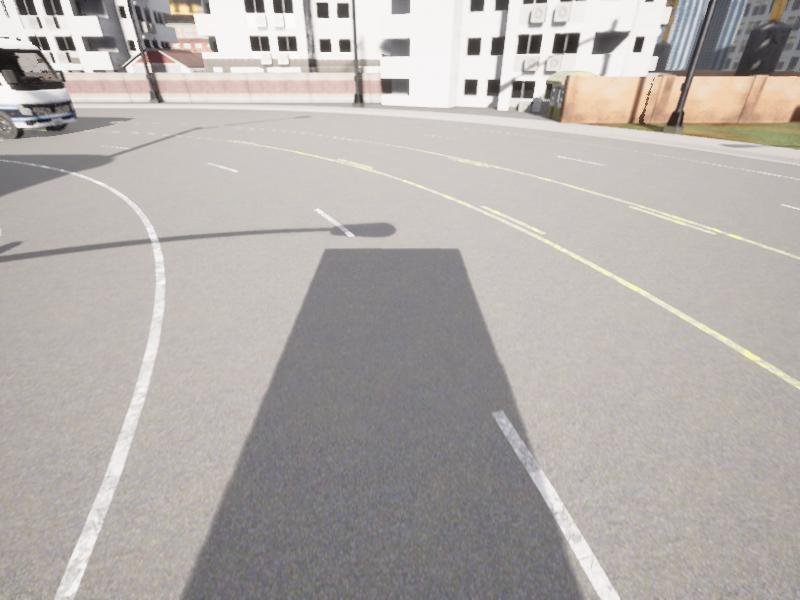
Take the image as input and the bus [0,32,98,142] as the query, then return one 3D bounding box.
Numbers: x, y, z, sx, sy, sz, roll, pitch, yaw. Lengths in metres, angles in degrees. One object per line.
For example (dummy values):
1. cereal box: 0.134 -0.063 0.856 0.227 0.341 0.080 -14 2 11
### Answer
1. bus: -21.805 -10.344 19.461 10.273 4.253 3.944 2 30 3
